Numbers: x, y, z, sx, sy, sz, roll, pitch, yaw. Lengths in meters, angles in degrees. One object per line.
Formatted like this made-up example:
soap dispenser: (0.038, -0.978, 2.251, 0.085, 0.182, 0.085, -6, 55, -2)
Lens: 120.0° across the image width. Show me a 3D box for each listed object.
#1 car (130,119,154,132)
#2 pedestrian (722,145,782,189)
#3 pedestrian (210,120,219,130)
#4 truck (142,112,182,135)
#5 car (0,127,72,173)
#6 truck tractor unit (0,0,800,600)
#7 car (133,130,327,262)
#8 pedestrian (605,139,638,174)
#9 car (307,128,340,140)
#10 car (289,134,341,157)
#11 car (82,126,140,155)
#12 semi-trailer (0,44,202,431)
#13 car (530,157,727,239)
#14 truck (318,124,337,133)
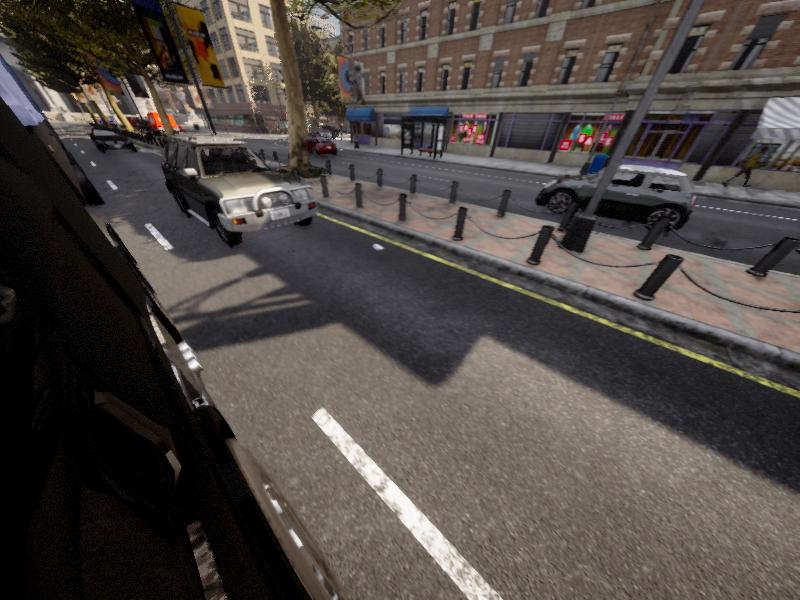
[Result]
car: (-46.728, -31.649, 41.900, 3.988, 1.617, 1.851, 28, 44, 30)
pedestrian: (17.900, -6.794, 11.835, 0.751, 1.860, 0.751, 31, 45, 33)
pedestrian: (-42.259, -39.930, 52.677, 0.751, 1.860, 0.751, 32, 46, 33)
truck: (-35.008, -25.824, 33.980, 5.204, 2.467, 2.627, 24, 42, 32)
car: (-18.278, -7.472, 11.341, 4.892, 1.490, 1.837, 28, 44, 30)
truck tractor unit: (-2.645, -0.295, 0.351, 6.516, 4.208, 3.053, 28, 44, 30)
car: (-4.147, -2.872, 5.662, 4.605, 1.855, 1.932, 29, 44, 29)
pedestrian: (14.481, -9.435, 15.166, 0.751, 1.860, 0.751, 31, 46, 33)
car: (-13.004, -28.404, 39.497, 2.038, 1.542, 4.974, 26, 43, 28)
car: (-7.321, -13.360, 19.897, 4.181, 1.385, 1.994, 28, 44, 30)
car: (-21.122, -11.687, 16.844, 4.674, 1.442, 1.812, 28, 44, 30)
semi-trailer: (-8.701, -3.587, 4.249, 14.254, 4.402, 2.717, 28, 44, 30)
car: (6.667, -3.423, 7.335, 3.806, 1.475, 1.970, 26, 43, 28)
truck: (-23.008, -54.492, 73.242, 6.274, 2.098, 2.390, 28, 44, 30)
